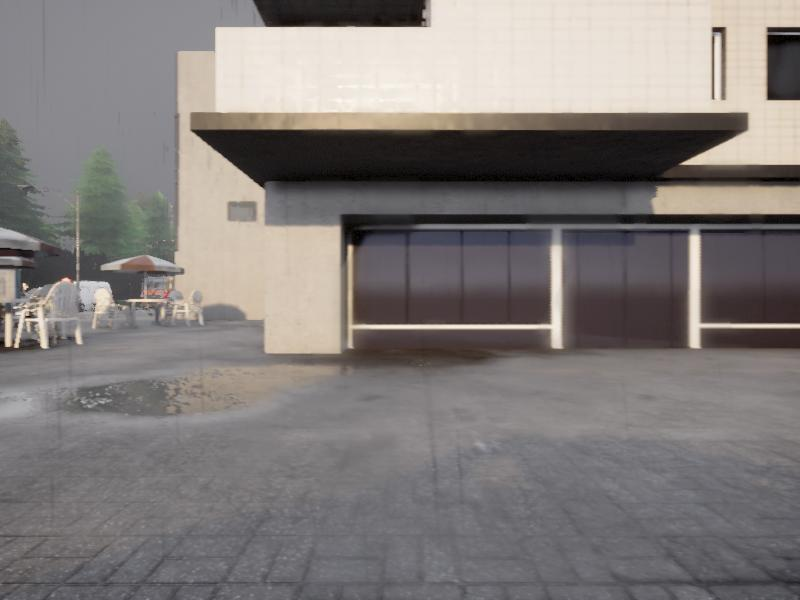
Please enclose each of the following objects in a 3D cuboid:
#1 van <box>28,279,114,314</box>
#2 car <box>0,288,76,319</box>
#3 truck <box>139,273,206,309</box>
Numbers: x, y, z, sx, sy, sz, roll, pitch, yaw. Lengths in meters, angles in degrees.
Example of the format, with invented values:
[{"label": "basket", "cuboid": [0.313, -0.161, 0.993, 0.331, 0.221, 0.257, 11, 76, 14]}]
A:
[{"label": "van", "cuboid": [-26.068, -0.267, 32.049, 1.988, 2.561, 5.915, 0, 0, 0]}, {"label": "car", "cuboid": [-22.074, 0.189, 23.419, 2.152, 1.651, 5.027, 0, 0, 0]}, {"label": "truck", "cuboid": [-26.074, -0.909, 46.490, 2.891, 3.827, 8.468, 0, 0, 0]}]
